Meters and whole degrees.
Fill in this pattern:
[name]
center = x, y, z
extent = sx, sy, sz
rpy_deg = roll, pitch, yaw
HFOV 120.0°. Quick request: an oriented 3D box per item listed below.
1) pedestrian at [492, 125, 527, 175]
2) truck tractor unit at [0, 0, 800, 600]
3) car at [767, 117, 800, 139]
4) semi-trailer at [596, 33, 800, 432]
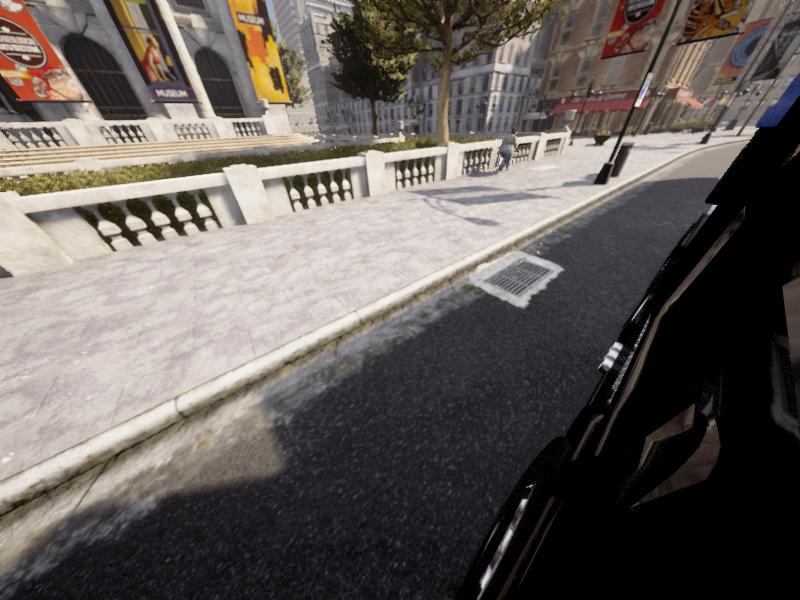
[pedestrian]
center = 5.005, -6.881, 10.636
extent = 0.751, 1.860, 0.751
rpy_deg = -20, 40, -22
[truck tractor unit]
center = 2.645, -0.295, 0.351
extent = 6.516, 4.208, 3.053
rpy_deg = -28, 44, -30
[car]
center = 35.364, -14.997, 20.048
extent = 4.674, 1.452, 2.002
rpy_deg = -14, 38, -14
[semi-trailer]
center = 8.789, -3.554, 4.118
extent = 14.254, 4.402, 2.717
rpy_deg = -27, 44, -29
